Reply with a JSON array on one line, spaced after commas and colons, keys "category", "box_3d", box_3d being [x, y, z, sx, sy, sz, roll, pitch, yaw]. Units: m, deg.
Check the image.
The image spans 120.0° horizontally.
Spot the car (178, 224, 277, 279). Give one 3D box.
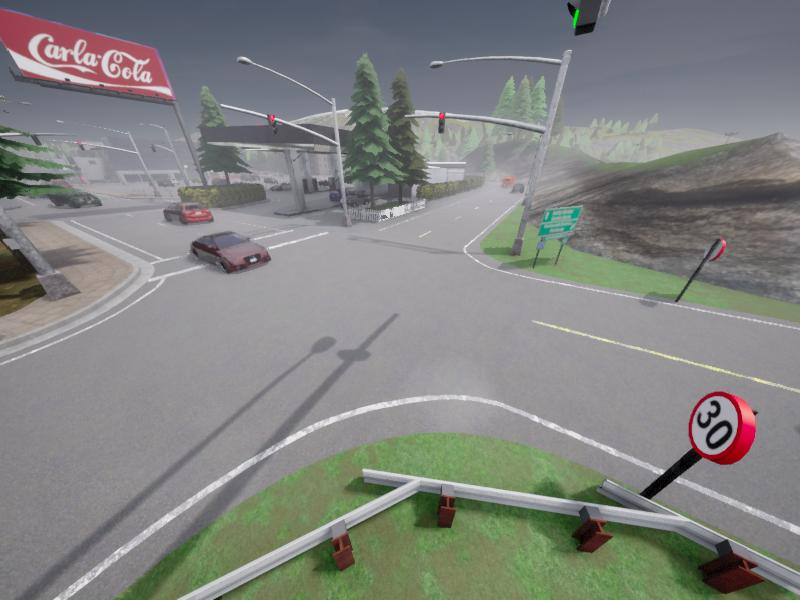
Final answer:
[{"category": "car", "box_3d": [-8.439, -2.547, 11.355, 4.181, 1.385, 1.994, 18, 34, 25]}]

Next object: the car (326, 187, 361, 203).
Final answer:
[{"category": "car", "box_3d": [-8.082, -15.233, 33.445, 2.242, 1.667, 4.611, 16, 34, 26]}]

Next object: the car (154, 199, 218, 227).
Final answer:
[{"category": "car", "box_3d": [-18.362, -7.600, 19.872, 4.611, 1.667, 2.242, 16, 32, 26]}]

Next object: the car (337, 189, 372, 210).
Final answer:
[{"category": "car", "box_3d": [-5.367, -12.080, 27.650, 1.905, 1.878, 3.866, 16, 34, 26]}]

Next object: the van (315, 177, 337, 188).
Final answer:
[{"category": "van", "box_3d": [-17.524, -27.847, 54.795, 2.069, 2.038, 4.480, 17, 33, 26]}]

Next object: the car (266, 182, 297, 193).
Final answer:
[{"category": "car", "box_3d": [-23.522, -22.538, 46.115, 2.038, 1.542, 4.974, 16, 33, 26]}]

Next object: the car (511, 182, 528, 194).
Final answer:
[{"category": "car", "box_3d": [22.692, -21.339, 43.929, 2.033, 1.649, 4.856, 17, 34, 26]}]

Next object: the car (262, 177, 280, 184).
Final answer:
[{"category": "car", "box_3d": [-35.476, -32.774, 63.464, 4.514, 1.523, 2.007, 16, 34, 26]}]

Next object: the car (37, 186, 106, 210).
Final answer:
[{"category": "car", "box_3d": [-38.002, -11.861, 26.799, 5.566, 2.045, 2.150, 10, 32, 14]}]

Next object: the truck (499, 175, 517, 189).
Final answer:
[{"category": "truck", "box_3d": [24.929, -27.166, 53.179, 2.627, 2.467, 5.204, 16, 34, 25]}]

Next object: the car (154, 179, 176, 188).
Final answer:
[{"category": "car", "box_3d": [-54.495, -27.084, 53.607, 4.514, 1.523, 2.007, 16, 34, 26]}]

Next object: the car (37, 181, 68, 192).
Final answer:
[{"category": "car", "box_3d": [-66.476, -21.721, 44.165, 4.611, 1.667, 2.242, 16, 34, 26]}]
